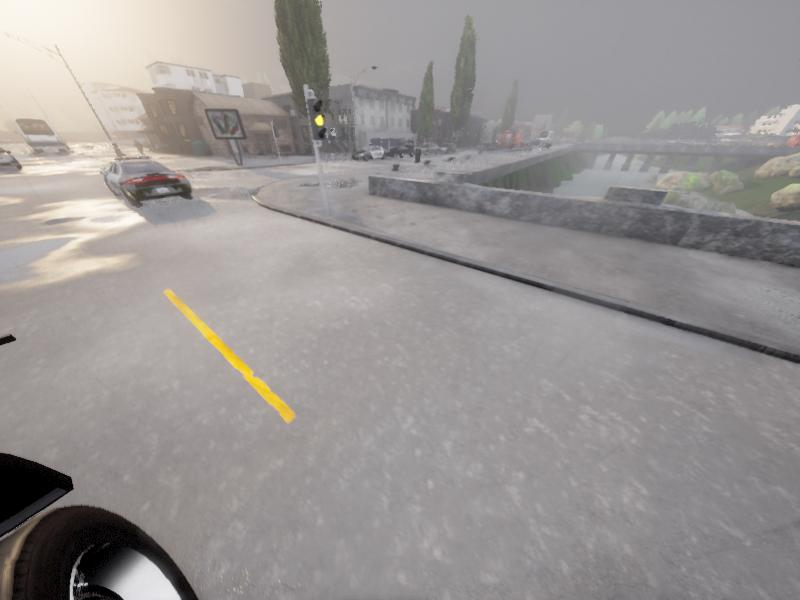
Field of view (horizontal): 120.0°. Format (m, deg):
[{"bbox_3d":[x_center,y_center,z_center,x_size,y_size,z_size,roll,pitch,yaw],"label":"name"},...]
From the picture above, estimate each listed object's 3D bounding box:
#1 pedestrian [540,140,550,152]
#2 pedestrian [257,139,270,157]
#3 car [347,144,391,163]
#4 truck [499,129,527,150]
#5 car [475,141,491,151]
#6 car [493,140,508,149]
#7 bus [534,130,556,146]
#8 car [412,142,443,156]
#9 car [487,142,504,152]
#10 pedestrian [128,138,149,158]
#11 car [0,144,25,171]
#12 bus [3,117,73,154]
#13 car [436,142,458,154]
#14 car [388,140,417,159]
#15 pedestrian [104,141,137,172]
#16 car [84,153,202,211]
[{"bbox_3d":[27.150,-28.917,43.268,0.751,1.860,0.751,-30,45,-35],"label":"pedestrian"},{"bbox_3d":[-17.229,-19.286,29.261,0.751,1.860,0.751,-7,36,-10],"label":"pedestrian"},{"bbox_3d":[-3.432,-16.880,26.467,2.038,1.542,4.974,23,41,29],"label":"car"},{"bbox_3d":[26.223,-37.162,53.453,2.891,3.827,8.468,23,41,29],"label":"truck"},{"bbox_3d":[18.379,-33.994,50.898,1.851,1.617,3.988,23,41,29],"label":"car"},{"bbox_3d":[25.799,-39.845,59.152,1.930,1.638,5.238,23,41,29],"label":"car"},{"bbox_3d":[51.102,-56.934,81.303,3.944,4.253,10.273,23,41,29],"label":"bus"},{"bbox_3d":[4.221,-22.940,35.037,2.152,1.651,5.027,23,41,29],"label":"car"},{"bbox_3d":[19.150,-30.674,46.247,1.816,1.474,4.193,23,41,29],"label":"car"},{"bbox_3d":[-30.658,-17.869,27.137,0.751,1.860,0.751,20,40,26],"label":"pedestrian"},{"bbox_3d":[-32.148,-11.364,18.349,3.988,1.617,1.851,23,41,28],"label":"car"},{"bbox_3d":[-56.905,-25.831,36.345,10.273,4.253,3.944,23,41,29],"label":"bus"},{"bbox_3d":[7.990,-25.895,39.268,1.851,1.617,3.988,23,41,29],"label":"car"},{"bbox_3d":[0.389,-20.043,30.668,1.905,1.878,3.866,23,41,29],"label":"car"},{"bbox_3d":[-20.703,-10.640,17.153,0.751,1.860,0.751,24,42,30],"label":"pedestrian"},{"bbox_3d":[-10.987,-5.194,9.850,4.974,1.542,2.038,23,41,29],"label":"car"}]
